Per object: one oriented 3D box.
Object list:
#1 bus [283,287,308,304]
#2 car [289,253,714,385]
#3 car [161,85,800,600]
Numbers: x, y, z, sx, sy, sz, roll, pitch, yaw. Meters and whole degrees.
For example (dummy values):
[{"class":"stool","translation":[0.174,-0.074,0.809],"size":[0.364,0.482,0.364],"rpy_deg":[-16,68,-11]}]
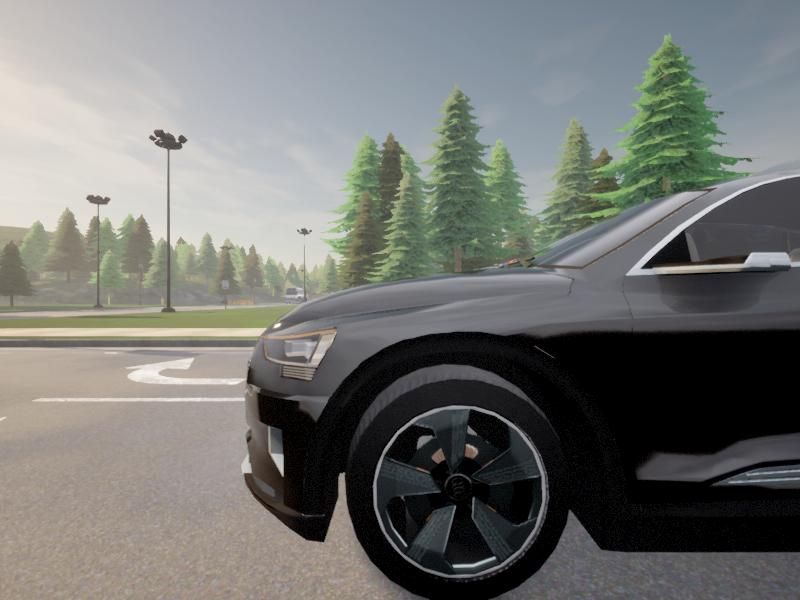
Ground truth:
[{"class":"bus","translation":[-28.477,-1.145,109.760],"size":[3.944,4.253,10.273],"rpy_deg":[0,0,1]},{"class":"car","translation":[1.189,0.226,5.705],"size":[4.974,1.542,2.038],"rpy_deg":[0,0,0]},{"class":"car","translation":[1.706,0.178,2.231],"size":[4.856,1.649,2.033],"rpy_deg":[0,0,0]}]
